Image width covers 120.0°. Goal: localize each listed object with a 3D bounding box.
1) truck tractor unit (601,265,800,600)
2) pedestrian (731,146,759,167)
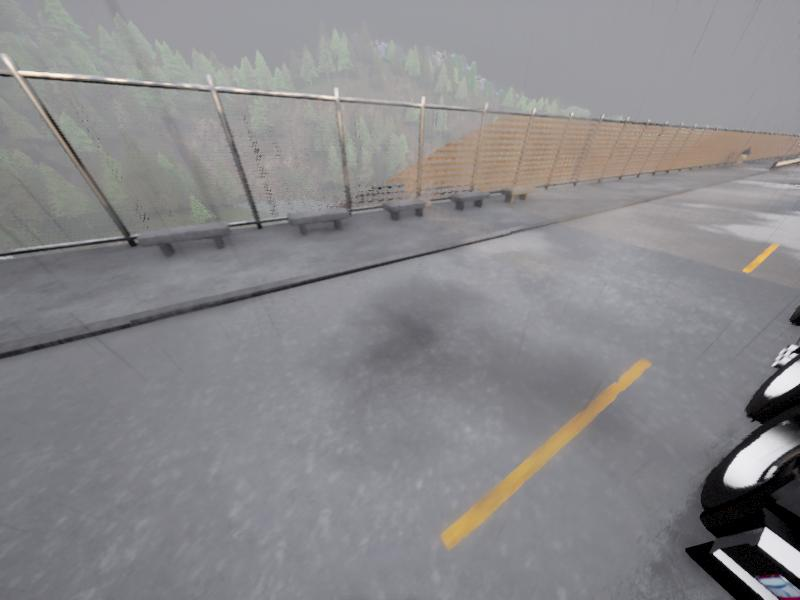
[{"bbox_3d":[5.121,-0.290,0.778,6.516,4.208,3.053,-18,39,-24],"label":"truck tractor unit"},{"bbox_3d":[36.295,-15.148,24.341,0.751,1.860,0.751,-17,38,-23],"label":"pedestrian"}]
